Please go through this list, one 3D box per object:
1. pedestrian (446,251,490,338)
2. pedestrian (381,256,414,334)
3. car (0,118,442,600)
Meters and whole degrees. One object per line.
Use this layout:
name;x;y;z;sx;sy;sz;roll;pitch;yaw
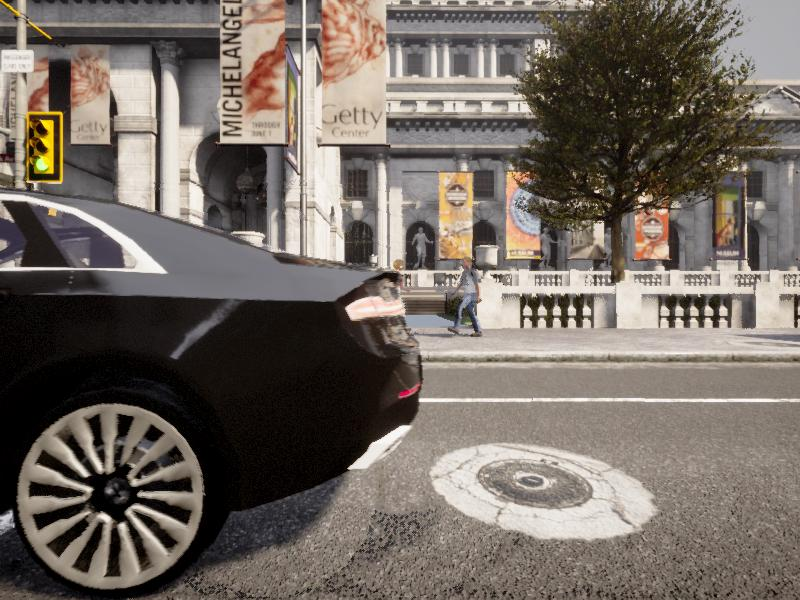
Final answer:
pedestrian;1.523;-0.115;9.038;0.751;1.860;0.751;0;0;-12
pedestrian;-0.072;-0.115;10.018;0.751;1.860;0.751;0;0;-6
car;-2.336;0.237;2.192;4.902;1.511;2.128;0;0;0
